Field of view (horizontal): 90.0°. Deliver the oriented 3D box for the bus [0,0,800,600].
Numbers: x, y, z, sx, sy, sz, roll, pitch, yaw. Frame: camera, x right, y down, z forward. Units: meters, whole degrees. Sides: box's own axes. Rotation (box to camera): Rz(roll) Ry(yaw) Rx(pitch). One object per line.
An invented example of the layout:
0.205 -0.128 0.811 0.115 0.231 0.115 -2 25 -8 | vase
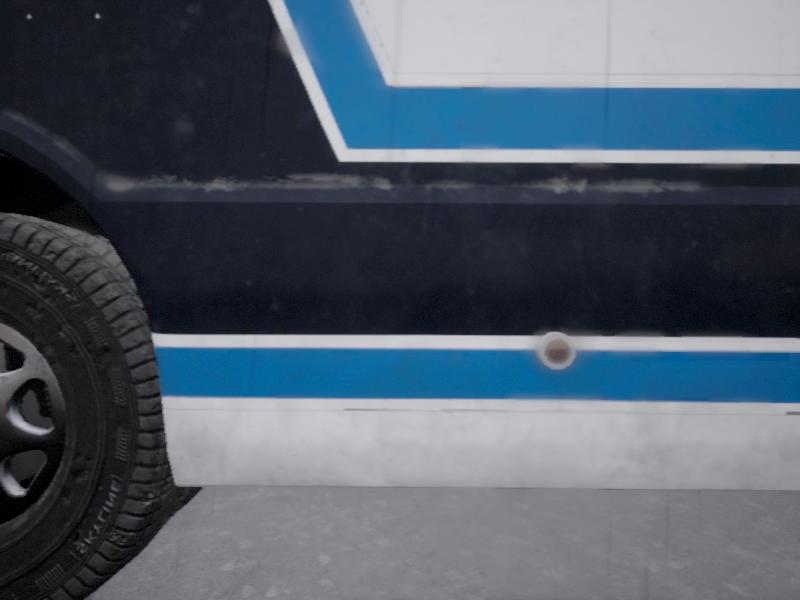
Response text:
-3.430 -1.126 2.483 10.273 4.253 3.944 0 0 0 | bus
